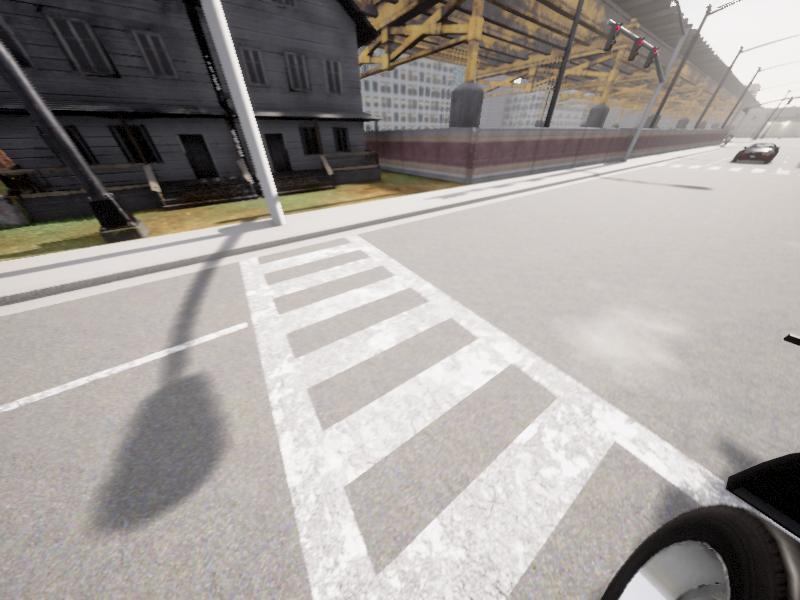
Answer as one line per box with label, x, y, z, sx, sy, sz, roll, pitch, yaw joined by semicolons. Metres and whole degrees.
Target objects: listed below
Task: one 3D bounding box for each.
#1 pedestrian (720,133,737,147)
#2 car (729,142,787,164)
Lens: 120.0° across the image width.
pedestrian;53.802;-26.261;37.818;0.751;1.860;0.751;-20;40;-25
car;31.147;-12.811;20.093;4.181;1.385;1.994;-21;40;-26
